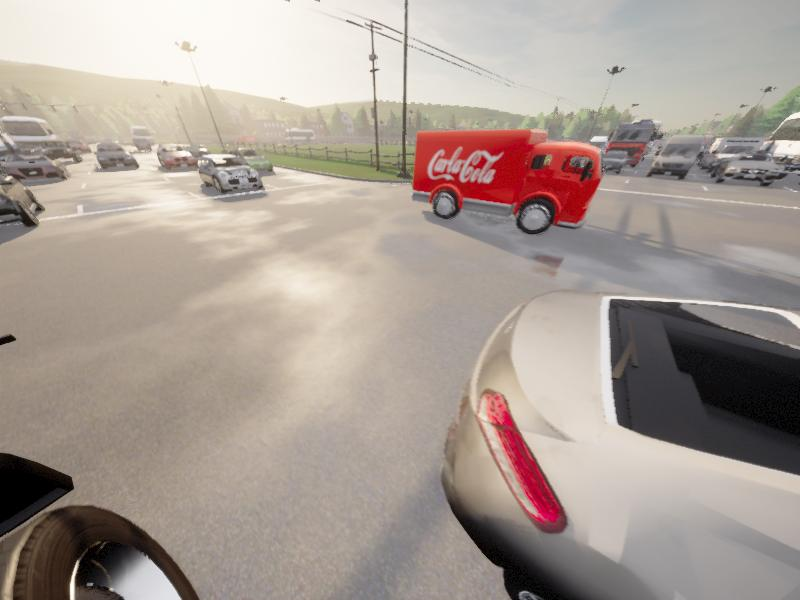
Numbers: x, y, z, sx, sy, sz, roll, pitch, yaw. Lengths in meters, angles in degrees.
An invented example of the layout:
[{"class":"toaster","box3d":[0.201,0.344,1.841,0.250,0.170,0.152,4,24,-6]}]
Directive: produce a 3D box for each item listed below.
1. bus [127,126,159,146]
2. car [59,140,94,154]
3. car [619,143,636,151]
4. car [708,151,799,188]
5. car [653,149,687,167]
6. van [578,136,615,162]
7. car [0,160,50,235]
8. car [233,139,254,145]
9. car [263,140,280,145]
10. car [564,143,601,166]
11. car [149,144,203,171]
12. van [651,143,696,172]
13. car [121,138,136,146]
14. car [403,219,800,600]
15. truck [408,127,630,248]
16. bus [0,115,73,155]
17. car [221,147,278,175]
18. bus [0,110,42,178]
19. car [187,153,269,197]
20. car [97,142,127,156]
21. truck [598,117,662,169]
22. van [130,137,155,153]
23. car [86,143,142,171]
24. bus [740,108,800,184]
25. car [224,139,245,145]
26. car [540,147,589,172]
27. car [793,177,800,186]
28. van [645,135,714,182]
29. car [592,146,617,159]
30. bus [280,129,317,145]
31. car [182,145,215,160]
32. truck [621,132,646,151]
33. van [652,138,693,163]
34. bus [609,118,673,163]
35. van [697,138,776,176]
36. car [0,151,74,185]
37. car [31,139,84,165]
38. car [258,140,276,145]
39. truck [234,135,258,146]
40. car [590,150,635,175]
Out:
[{"class":"bus","box3d":[-71.254,-45.476,64.050,10.273,4.253,3.944,29,44,35]},{"class":"car","box3d":[-47.642,-22.663,34.126,4.611,1.667,2.242,30,44,35]},{"class":"car","box3d":[54.628,-36.693,55.429,2.038,1.542,4.974,29,44,34]},{"class":"car","box3d":[22.647,-8.666,15.127,2.152,1.651,5.027,29,44,34]},{"class":"car","box3d":[29.602,-15.706,25.386,1.812,1.442,4.674,29,44,34]},{"class":"van","box3d":[25.265,-19.405,29.643,1.988,2.561,5.915,29,44,34]},{"class":"car","box3d":[-12.381,-3.017,6.713,3.705,1.549,1.789,27,43,32]},{"class":"car","box3d":[-48.977,-49.484,72.410,2.128,1.511,4.902,29,44,34]},{"class":"car","box3d":[-41.566,-50.928,74.682,1.994,1.385,4.181,29,44,34]},{"class":"car","box3d":[19.986,-15.955,25.242,1.932,1.855,4.605,29,44,34]},{"class":"car","box3d":[-18.741,-11.990,19.299,4.611,1.667,2.242,29,44,34]},{"class":"van","box3d":[25.145,-13.247,21.360,1.775,1.987,4.442,29,44,34]},{"class":"car","box3d":[-72.537,-42.203,61.697,5.366,1.575,1.801,29,44,34]},{"class":"car","box3d":[2.704,1.264,0.750,5.027,1.651,2.152,22,41,28]},{"class":"truck","box3d":[3.155,-3.858,7.304,5.204,2.467,2.627,24,42,29]},{"class":"bus","box3d":[-53.434,-24.260,34.082,10.273,4.253,3.944,30,45,35]},{"class":"car","box3d":[-11.582,-10.730,17.721,4.514,1.525,2.007,29,44,34]},{"class":"bus","box3d":[-29.866,-11.001,15.509,10.273,4.253,3.944,29,44,34]},{"class":"car","box3d":[-8.752,-6.482,11.756,3.806,1.475,1.970,27,43,33]},{"class":"car","box3d":[-40.931,-21.598,32.859,4.792,1.488,2.163,29,44,35]},{"class":"truck","box3d":[24.024,-16.253,24.023,2.891,3.827,8.468,29,44,34]},{"class":"van","box3d":[-41.284,-24.837,37.025,4.442,1.987,1.775,30,44,35]},{"class":"car","box3d":[-23.607,-11.926,19.147,4.611,1.667,2.242,29,44,34]},{"class":"bus","box3d":[29.911,-11.080,16.367,3.944,4.253,10.273,29,44,34]},{"class":"car","box3d":[-54.356,-52.158,76.052,2.152,1.651,5.027,29,44,34]},{"class":"car","box3d":[14.888,-12.800,20.870,2.242,1.667,4.611,29,44,34]},{"class":"car","box3d":[24.625,-6.926,12.689,1.851,1.617,3.988,29,44,34]},{"class":"van","box3d":[20.379,-10.604,17.059,1.988,2.561,5.915,29,44,34]},{"class":"car","box3d":[30.713,-22.206,34.712,1.994,1.385,4.181,29,44,34]},{"class":"bus","box3d":[-34.636,-56.137,79.673,3.944,4.253,10.273,29,44,34]},{"class":"car","box3d":[-24.068,-17.662,27.568,4.181,1.385,1.994,29,44,35]},{"class":"truck","box3d":[61.857,-41.961,61.065,2.891,3.827,8.468,29,44,34]},{"class":"van","box3d":[34.996,-19.359,29.795,2.351,2.431,6.366,29,44,34]},{"class":"bus","box3d":[32.150,-21.214,30.811,3.944,4.253,10.273,29,44,34]},{"class":"van","box3d":[28.299,-12.398,19.807,2.351,2.431,6.366,29,44,34]},{"class":"car","box3d":[-21.877,-8.030,13.890,4.181,1.385,1.994,29,44,34]},{"class":"car","box3d":[-32.423,-14.173,22.041,3.866,1.878,1.905,30,44,34]},{"class":"car","box3d":[-44.046,-52.337,76.718,1.895,1.301,4.718,29,44,34]},{"class":"truck","box3d":[-46.601,-48.379,70.030,2.627,2.467,5.204,29,44,34]},{"class":"car","box3d":[17.813,-11.562,19.299,1.837,1.490,4.892,29,44,34]}]
